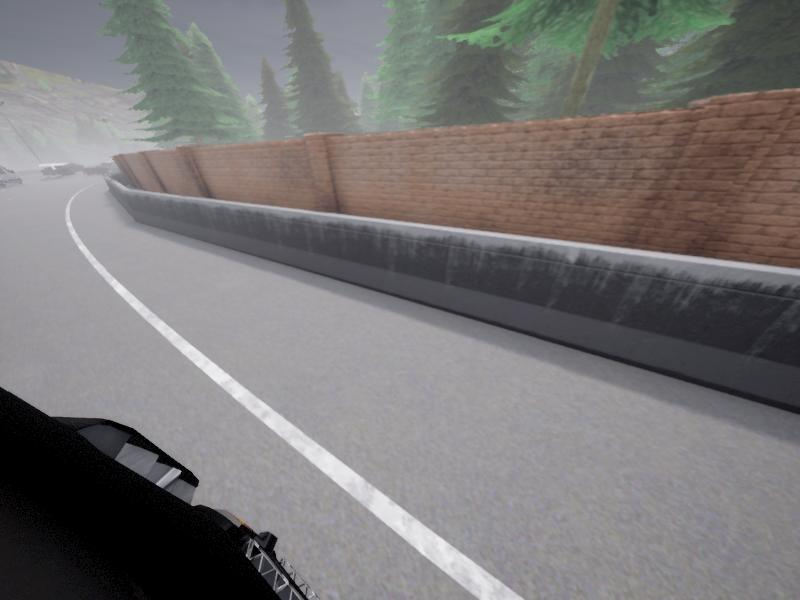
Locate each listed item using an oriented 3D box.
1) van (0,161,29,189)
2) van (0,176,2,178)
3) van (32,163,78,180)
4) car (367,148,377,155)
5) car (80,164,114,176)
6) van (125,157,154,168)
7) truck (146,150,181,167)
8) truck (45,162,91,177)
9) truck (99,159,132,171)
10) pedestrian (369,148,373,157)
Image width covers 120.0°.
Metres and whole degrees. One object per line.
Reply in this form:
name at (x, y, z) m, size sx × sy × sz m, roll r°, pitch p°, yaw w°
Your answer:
van at (-46.741, -14.344, 26.527) m, size 1.988 × 2.561 × 5.915 m, roll -25°, pitch 40°, yaw -29°
van at (-79.091, -23.670, 42.815) m, size 1.988 × 2.561 × 5.915 m, roll -17°, pitch 36°, yaw -20°
van at (-55.710, -20.903, 37.464) m, size 2.069 × 2.038 × 4.480 m, roll -20°, pitch 38°, yaw -24°
car at (-9.405, -49.333, 76.867) m, size 2.097 × 1.767 × 4.553 m, roll -12°, pitch 35°, yaw -13°
car at (-54.679, -23.523, 41.765) m, size 1.882 × 1.535 × 5.008 m, roll -19°, pitch 37°, yaw -23°
van at (-75.792, -40.176, 67.442) m, size 2.351 × 2.431 × 6.366 m, roll -12°, pitch 35°, yaw -13°
truck at (-68.629, -41.246, 67.267) m, size 2.891 × 3.827 × 8.468 m, roll -12°, pitch 35°, yaw -13°
truck at (-65.153, -25.889, 45.559) m, size 2.390 × 2.098 × 6.274 m, roll -17°, pitch 36°, yaw -20°
truck at (-72.219, -34.385, 58.803) m, size 2.390 × 2.098 × 6.274 m, roll -14°, pitch 35°, yaw -16°
pedestrian at (-7.402, -37.909, 59.219) m, size 0.751 × 1.860 × 0.751 m, roll -22°, pitch 38°, yaw -26°
